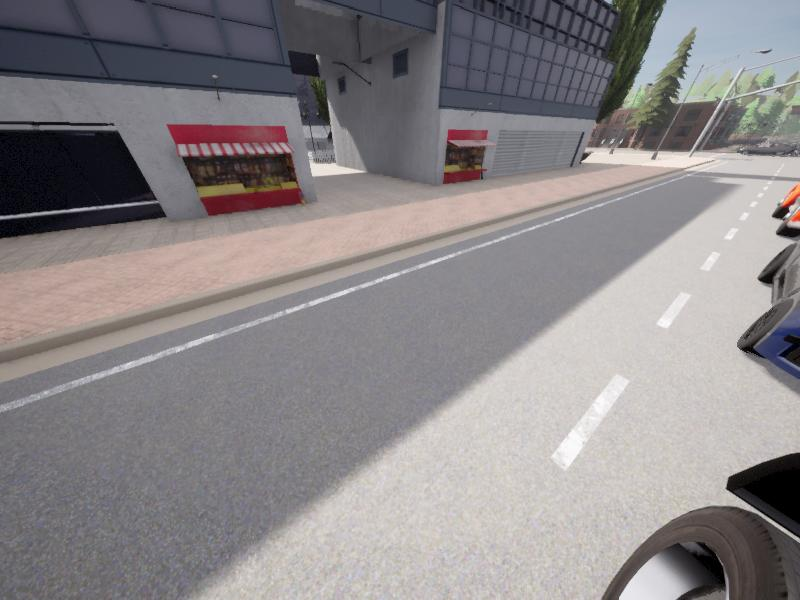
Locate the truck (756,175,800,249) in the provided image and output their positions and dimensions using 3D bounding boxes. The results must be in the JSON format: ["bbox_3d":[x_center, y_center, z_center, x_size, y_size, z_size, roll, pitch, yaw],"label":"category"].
[{"bbox_3d":[12.235,-2.830,5.705,5.204,2.467,2.627,-22,41,-28],"label":"truck"}]

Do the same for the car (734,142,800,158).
[{"bbox_3d":[48.553,-19.962,30.657,2.007,1.525,4.514,-21,40,-27],"label":"car"}]

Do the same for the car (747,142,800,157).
[{"bbox_3d":[52.036,-20.628,31.559,2.163,1.488,4.792,-22,40,-27],"label":"car"}]

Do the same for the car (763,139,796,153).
[{"bbox_3d":[61.969,-25.202,37.714,4.553,1.767,2.097,-22,41,-28],"label":"car"}]

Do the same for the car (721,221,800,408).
[{"bbox_3d":[6.268,-0.088,2.555,4.611,1.667,2.242,-22,41,-28],"label":"car"}]
